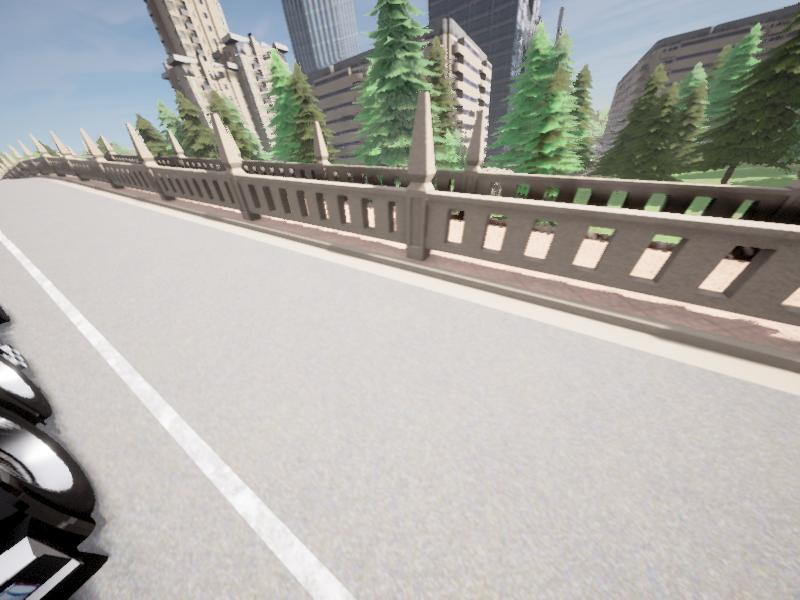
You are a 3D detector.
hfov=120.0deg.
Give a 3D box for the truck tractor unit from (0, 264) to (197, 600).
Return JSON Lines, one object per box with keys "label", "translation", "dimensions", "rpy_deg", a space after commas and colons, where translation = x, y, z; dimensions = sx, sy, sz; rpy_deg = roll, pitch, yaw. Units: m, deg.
{"label": "truck tractor unit", "translation": [-5.110, -0.302, 0.779], "dimensions": [6.516, 4.208, 3.053], "rpy_deg": [18, 39, 24]}
